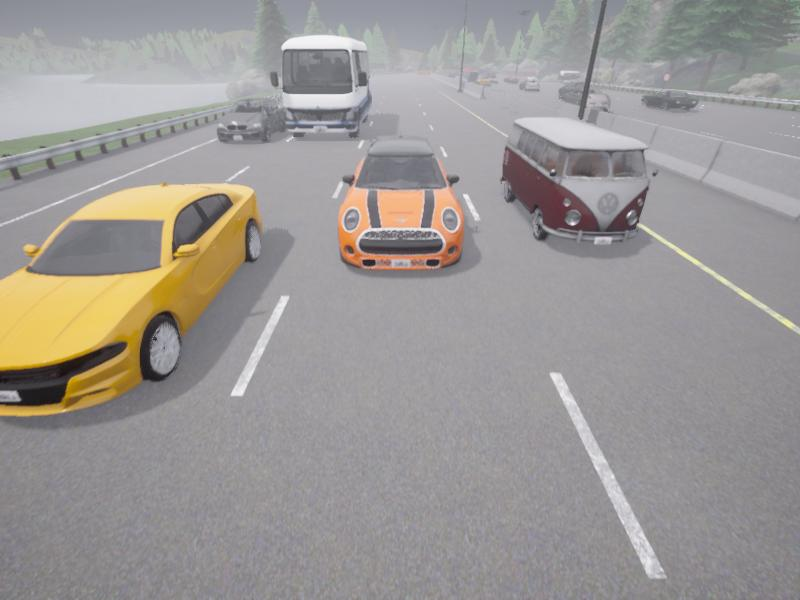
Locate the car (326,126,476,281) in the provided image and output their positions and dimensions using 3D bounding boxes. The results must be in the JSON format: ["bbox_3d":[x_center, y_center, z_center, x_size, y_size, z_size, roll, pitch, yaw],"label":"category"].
[{"bbox_3d":[0.015,-2.233,8.009,2.097,1.767,4.553,0,31,0],"label":"car"}]

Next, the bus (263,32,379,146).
[{"bbox_3d":[-3.383,-11.390,21.178,3.944,4.253,10.273,0,32,0],"label":"bus"}]

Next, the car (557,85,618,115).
[{"bbox_3d":[14.025,-15.216,30.314,2.152,1.651,5.027,0,30,0],"label":"car"}]

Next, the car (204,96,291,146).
[{"bbox_3d":[-6.963,-8.570,18.941,2.242,1.667,4.611,0,30,0],"label":"car"}]

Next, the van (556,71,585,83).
[{"bbox_3d":[33.290,-43.554,78.214,4.480,2.038,2.069,-1,30,-1],"label":"van"}]

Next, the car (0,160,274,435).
[{"bbox_3d":[-3.485,-0.645,5.556,1.882,1.535,5.008,0,30,0],"label":"car"}]

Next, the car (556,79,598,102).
[{"bbox_3d":[17.531,-20.963,39.942,2.097,1.767,4.553,0,30,0],"label":"car"}]

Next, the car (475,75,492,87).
[{"bbox_3d":[14.038,-36.954,67.457,1.801,1.575,5.366,0,30,0],"label":"car"}]

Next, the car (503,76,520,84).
[{"bbox_3d":[21.019,-41.553,75.533,1.895,1.301,4.718,0,30,0],"label":"car"}]

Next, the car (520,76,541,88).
[{"bbox_3d":[21.041,-35.147,64.472,1.812,1.442,4.674,0,30,0],"label":"car"}]

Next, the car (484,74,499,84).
[{"bbox_3d":[17.517,-42.474,76.882,1.851,1.617,3.988,0,30,0],"label":"car"}]

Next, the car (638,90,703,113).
[{"bbox_3d":[21.026,-15.663,31.400,1.895,1.301,4.718,0,30,0],"label":"car"}]

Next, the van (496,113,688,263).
[{"bbox_3d":[3.517,-2.655,8.535,1.775,1.987,4.442,0,31,0],"label":"van"}]

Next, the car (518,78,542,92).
[{"bbox_3d":[17.536,-29.146,54.220,1.970,1.475,3.806,0,30,0],"label":"car"}]

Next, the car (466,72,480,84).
[{"bbox_3d":[14.016,-42.673,76.885,1.905,1.878,3.866,0,30,0],"label":"car"}]
